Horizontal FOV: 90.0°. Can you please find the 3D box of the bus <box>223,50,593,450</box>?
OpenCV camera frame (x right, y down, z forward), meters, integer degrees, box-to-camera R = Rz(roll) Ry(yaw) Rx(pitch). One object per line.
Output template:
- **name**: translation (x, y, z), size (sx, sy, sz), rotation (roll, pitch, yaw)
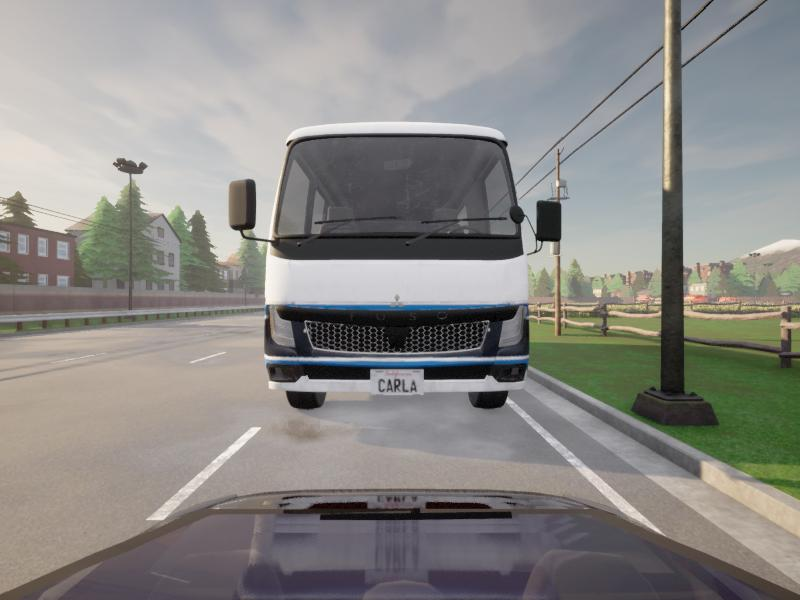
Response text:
- **bus**: translation (0.062, -0.534, 9.399), size (3.944, 4.253, 10.273), rotation (0, 0, 0)
